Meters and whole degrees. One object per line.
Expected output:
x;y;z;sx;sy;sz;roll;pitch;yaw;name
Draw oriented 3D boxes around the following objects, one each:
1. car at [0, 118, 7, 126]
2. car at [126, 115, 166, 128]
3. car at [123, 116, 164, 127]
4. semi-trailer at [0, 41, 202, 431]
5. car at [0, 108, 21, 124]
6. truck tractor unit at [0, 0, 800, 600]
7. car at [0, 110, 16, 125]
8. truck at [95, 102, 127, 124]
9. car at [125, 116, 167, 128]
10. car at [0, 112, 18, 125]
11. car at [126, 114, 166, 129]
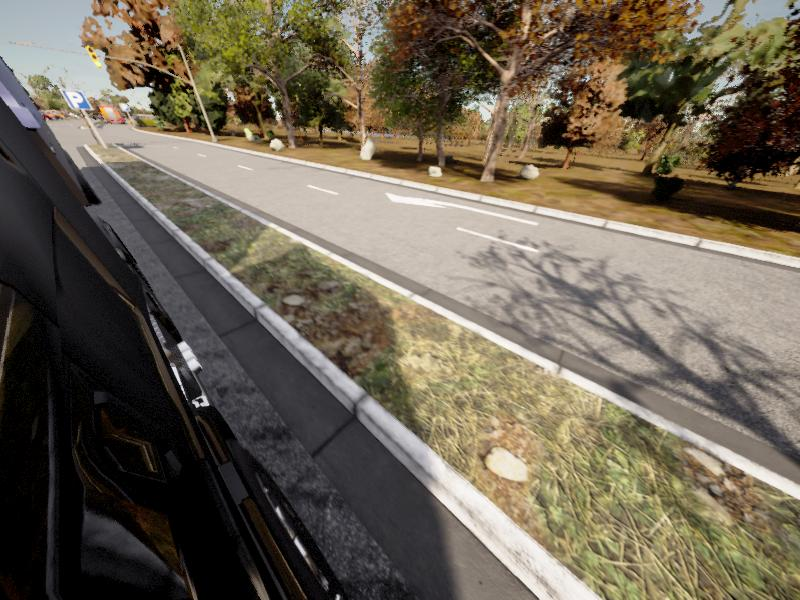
-58.352;-24.543;31.249;2.163;1.488;4.792;17;40;19;car
-50.332;-35.398;45.880;2.185;1.767;4.553;18;39;20;car
-54.479;-37.920;49.180;1.946;1.575;5.366;19;39;20;car
-8.716;-3.593;4.213;14.254;4.402;2.717;28;44;30;semi-trailer
-64.448;-28.954;36.311;1.878;1.987;4.442;17;40;20;car
-2.645;-0.295;0.351;6.516;4.208;3.053;28;44;30;truck tractor unit
-62.423;-27.425;34.569;2.185;1.767;4.553;17;40;19;car
-68.688;-44.501;55.168;2.891;3.827;8.468;-27;46;-33;truck
-52.285;-36.759;47.778;1.946;1.575;5.366;18;39;20;car
-60.228;-26.083;33.115;1.946;1.575;5.366;17;40;19;car
-48.301;-34.096;44.104;1.878;1.987;4.442;18;39;19;car
